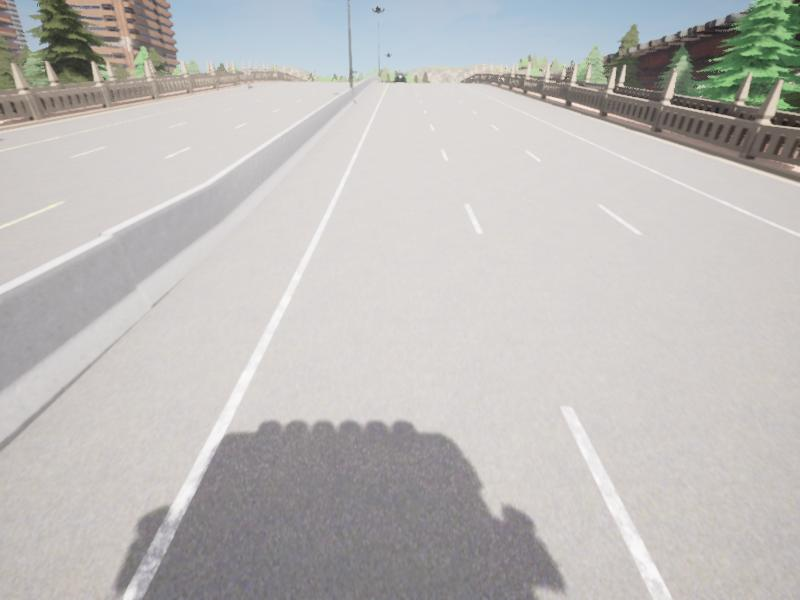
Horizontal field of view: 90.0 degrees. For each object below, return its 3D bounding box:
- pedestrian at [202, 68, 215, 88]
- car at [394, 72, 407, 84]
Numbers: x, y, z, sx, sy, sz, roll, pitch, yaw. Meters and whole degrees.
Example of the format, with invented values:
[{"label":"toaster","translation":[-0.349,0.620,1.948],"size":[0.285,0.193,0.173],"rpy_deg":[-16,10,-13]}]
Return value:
[{"label":"pedestrian","translation":[-21.692,-25.163,45.346],"size":[0.751,1.860,0.751],"rpy_deg":[1,24,0]},{"label":"car","translation":[0.078,-39.208,70.715],"size":[2.097,1.767,4.553],"rpy_deg":[0,27,0]}]
